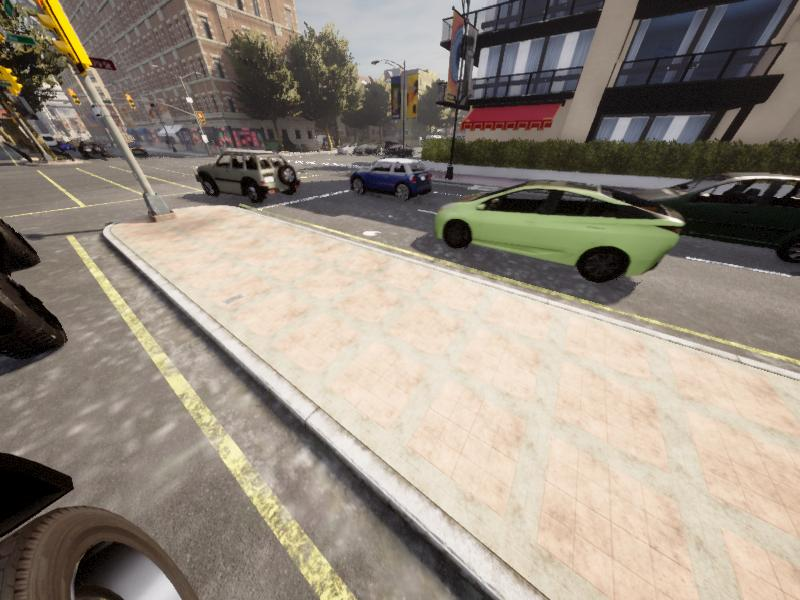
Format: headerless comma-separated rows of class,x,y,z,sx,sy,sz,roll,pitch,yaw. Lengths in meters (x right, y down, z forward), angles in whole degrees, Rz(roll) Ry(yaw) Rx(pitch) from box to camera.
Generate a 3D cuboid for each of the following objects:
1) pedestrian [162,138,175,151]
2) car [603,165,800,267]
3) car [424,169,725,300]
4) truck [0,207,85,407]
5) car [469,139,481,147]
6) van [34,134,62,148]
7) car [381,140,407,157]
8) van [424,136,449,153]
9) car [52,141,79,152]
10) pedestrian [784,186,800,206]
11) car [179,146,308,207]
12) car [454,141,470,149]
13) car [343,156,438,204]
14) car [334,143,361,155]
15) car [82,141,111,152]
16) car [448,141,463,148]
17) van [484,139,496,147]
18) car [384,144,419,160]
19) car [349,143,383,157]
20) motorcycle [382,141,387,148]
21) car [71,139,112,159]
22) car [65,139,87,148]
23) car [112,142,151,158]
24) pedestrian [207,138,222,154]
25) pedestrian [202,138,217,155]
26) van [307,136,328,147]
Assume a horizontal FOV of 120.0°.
pedestrian,-40.527,-27.265,40.442,0.751,1.860,0.751,21,40,27
car,8.035,-2.311,5.863,3.988,1.617,1.851,22,41,28
car,3.046,-1.844,5.234,4.514,1.525,2.007,22,41,28
truck,-6.966,-0.506,2.806,6.274,2.098,2.390,21,40,28
car,24.019,-50.018,73.500,1.932,1.855,4.605,22,41,28
van,-77.695,-35.090,50.977,5.915,2.561,1.988,22,41,28
car,-0.800,-22.373,34.046,1.905,1.878,3.866,22,40,28
van,6.839,-28.995,42.943,1.988,2.561,5.915,22,41,28
car,-58.162,-26.689,40.135,4.193,1.474,1.816,22,41,28
pedestrian,15.381,-4.158,8.671,0.500,1.100,0.500,-21,40,-27
car,-6.694,-5.500,10.059,4.605,1.855,1.932,16,38,20
car,15.749,-39.462,58.790,2.163,1.488,4.792,22,41,28
car,-0.478,-5.697,10.725,3.806,1.475,1.970,22,41,28
car,-8.022,-23.322,35.663,1.845,1.501,3.633,22,40,28
car,-54.645,-27.712,41.629,4.902,1.511,2.128,22,41,28
car,15.231,-42.610,63.121,2.128,1.511,4.902,22,41,28
van,28.740,-50.453,74.014,2.069,2.038,4.480,22,41,28
car,0.238,-19.536,30.359,2.128,1.511,4.902,22,41,28
car,-4.958,-22.301,34.273,2.163,1.488,4.792,22,41,28
motorcycle,-3.950,-40.802,60.505,0.764,1.277,2.356,-5,34,10
car,-38.453,-18.850,28.799,4.605,1.855,1.932,23,41,27
car,-73.323,-35.347,52.267,5.366,1.575,1.801,22,41,28
car,-36.046,-20.194,31.018,4.974,1.542,2.038,22,41,28
pedestrian,-26.592,-22.082,33.176,0.751,1.860,0.751,10,36,14
pedestrian,-26.441,-21.358,32.150,0.751,1.860,0.751,17,39,23
van,-23.115,-44.592,64.848,5.915,2.561,1.988,22,41,28
